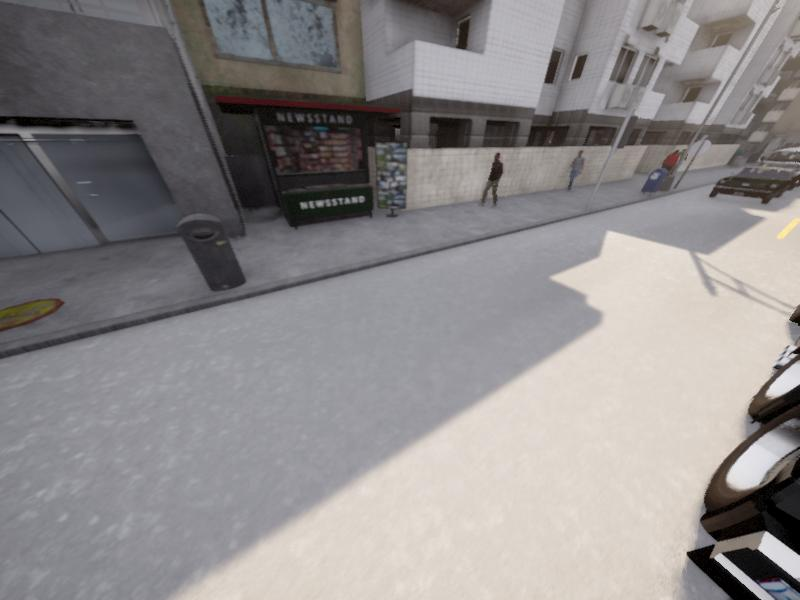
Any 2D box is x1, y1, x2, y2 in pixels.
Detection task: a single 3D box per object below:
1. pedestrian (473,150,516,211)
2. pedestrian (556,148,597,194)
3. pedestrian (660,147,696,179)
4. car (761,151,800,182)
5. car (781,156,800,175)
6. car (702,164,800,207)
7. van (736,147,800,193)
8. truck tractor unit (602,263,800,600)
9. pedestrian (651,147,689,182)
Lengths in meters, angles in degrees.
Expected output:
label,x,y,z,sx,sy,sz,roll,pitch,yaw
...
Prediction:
label,x,y,z,sx,sy,sz,roll,pitch,yaw
pedestrian,3.396,-4.327,8.406,0.751,1.860,0.751,-17,38,-23
pedestrian,8.604,-6.311,11.305,0.751,1.860,0.751,-19,39,-26
pedestrian,18.994,-9.392,15.829,0.751,1.860,0.751,-23,41,-30
car,29.573,-9.830,16.946,4.611,1.667,2.242,-18,39,-24
car,35.299,-11.560,19.814,4.718,1.301,1.895,-18,39,-25
car,17.261,-5.682,11.199,4.718,1.301,1.895,-18,39,-24
van,23.050,-7.869,13.743,4.480,2.038,2.069,-18,39,-24
truck tractor unit,5.108,-0.303,0.787,6.516,4.208,3.053,-18,39,-24
pedestrian,17.141,-8.620,14.703,0.751,1.860,0.751,-22,40,-28
